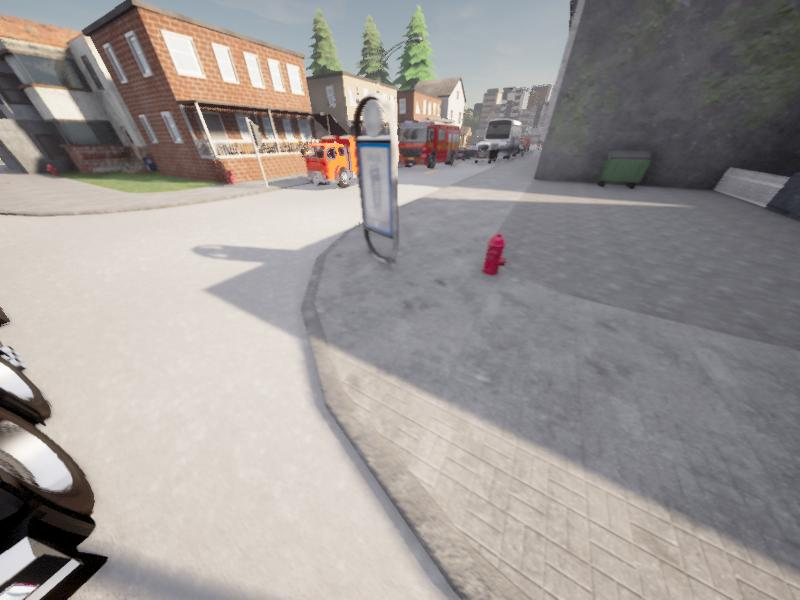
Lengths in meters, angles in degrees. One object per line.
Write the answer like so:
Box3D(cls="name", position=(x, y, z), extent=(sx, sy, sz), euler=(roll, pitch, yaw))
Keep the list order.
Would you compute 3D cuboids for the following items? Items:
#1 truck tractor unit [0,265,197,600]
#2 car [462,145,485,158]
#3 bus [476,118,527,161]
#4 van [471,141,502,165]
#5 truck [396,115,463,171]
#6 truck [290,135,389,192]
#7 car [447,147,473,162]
Box3D(cls="truck tractor unit", position=(-5.113, -0.298, 0.783), extent=(6.516, 4.208, 3.053), euler=(18, 39, 24))
Box3D(cls="car", position=(11.101, -22.351, 34.684), extent=(1.882, 1.535, 5.008), euler=(18, 39, 25))
Box3D(cls="bus", position=(14.264, -22.188, 32.042), extent=(3.944, 4.253, 10.273), euler=(18, 39, 24))
Box3D(cls="van", position=(9.825, -16.715, 26.155), extent=(2.069, 2.038, 4.480), euler=(18, 39, 24))
Box3D(cls="truck", position=(3.092, -15.275, 22.592), extent=(2.891, 3.827, 8.468), euler=(18, 39, 25))
Box3D(cls="truck", position=(-3.206, -8.363, 13.914), extent=(2.627, 2.467, 5.204), euler=(19, 39, 25))
Box3D(cls="car", position=(7.835, -19.032, 30.093), extent=(1.994, 1.385, 4.181), euler=(17, 38, 23))
